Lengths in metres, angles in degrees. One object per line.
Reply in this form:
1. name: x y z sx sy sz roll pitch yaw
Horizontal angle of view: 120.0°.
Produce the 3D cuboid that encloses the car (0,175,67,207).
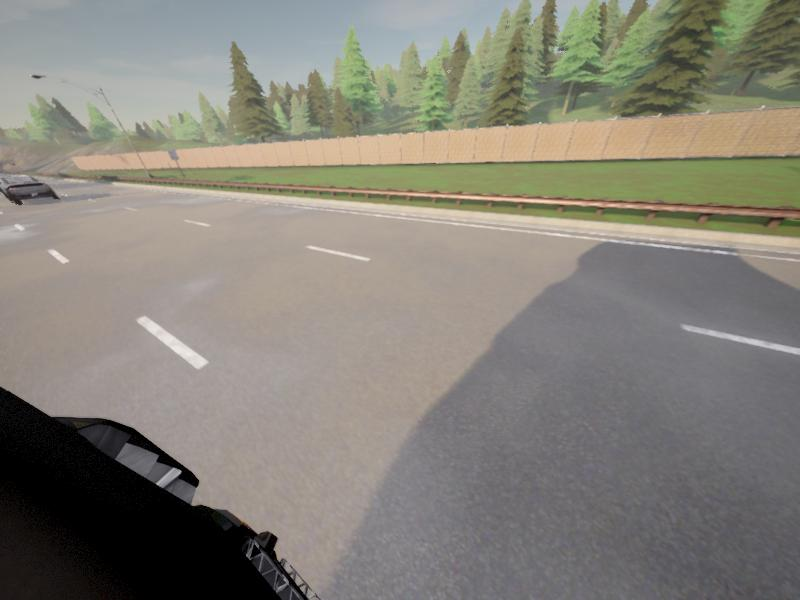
1. car: -25.638 -7.578 15.813 4.902 1.511 2.128 16 38 26
